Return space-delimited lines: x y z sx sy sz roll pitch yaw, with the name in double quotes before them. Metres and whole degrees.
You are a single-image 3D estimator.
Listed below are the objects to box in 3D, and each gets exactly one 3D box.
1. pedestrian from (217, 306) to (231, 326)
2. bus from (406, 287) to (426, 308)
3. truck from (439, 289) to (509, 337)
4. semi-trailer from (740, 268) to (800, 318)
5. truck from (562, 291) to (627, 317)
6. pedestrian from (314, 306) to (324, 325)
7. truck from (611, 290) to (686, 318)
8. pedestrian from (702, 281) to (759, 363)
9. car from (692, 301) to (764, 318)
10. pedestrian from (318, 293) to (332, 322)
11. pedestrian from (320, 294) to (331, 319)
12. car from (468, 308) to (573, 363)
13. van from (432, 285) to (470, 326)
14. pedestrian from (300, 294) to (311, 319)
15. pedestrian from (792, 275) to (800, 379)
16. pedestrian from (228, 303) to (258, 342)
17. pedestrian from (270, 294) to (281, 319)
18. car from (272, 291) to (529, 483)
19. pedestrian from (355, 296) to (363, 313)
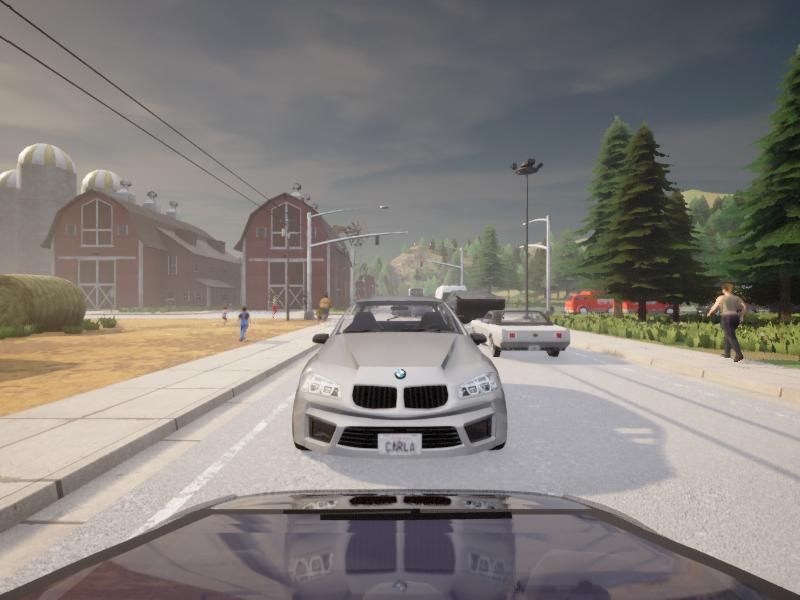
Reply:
"pedestrian" -9.549 0.857 21.684 0.500 1.100 0.500 0 0 28
"bus" 3.322 -0.467 87.181 3.944 4.253 10.273 0 0 0
"truck" 3.484 0.558 20.312 2.390 2.098 6.274 0 0 0
"semi-trailer" 39.551 -0.617 36.831 14.254 4.402 2.717 0 0 0
"truck" 19.377 0.370 40.112 5.204 2.467 2.627 1 0 -1
"pedestrian" -4.617 0.883 22.848 0.500 1.100 0.500 0 0 1
"truck" 22.660 0.355 36.680 5.204 2.467 2.627 0 0 -1
"pedestrian" 7.814 0.493 9.491 0.751 1.860 0.751 0 0 3
"car" 30.112 0.847 36.879 4.902 1.511 2.128 0 0 0
"pedestrian" -4.929 0.505 26.403 0.751 1.860 0.751 0 0 5
"pedestrian" -5.701 0.491 30.646 0.751 1.860 0.751 0 0 -6
"car" 3.490 0.954 12.594 1.895 1.301 4.718 0 0 0
"van" 3.484 0.345 28.417 1.988 2.561 5.915 0 0 0
"pedestrian" -7.283 0.486 30.732 0.751 1.860 0.751 0 0 -20
"pedestrian" 7.505 0.491 6.910 0.751 1.860 0.751 0 0 9
"pedestrian" -5.468 0.764 13.967 0.751 1.300 0.751 0 0 -1
"pedestrian" -9.582 0.486 30.670 0.751 1.860 0.751 0 0 -21
"car" -0.008 0.761 5.796 2.242 1.667 4.611 0 0 0
"pedestrian" -4.558 0.496 44.190 0.751 1.860 0.751 0 0 5
